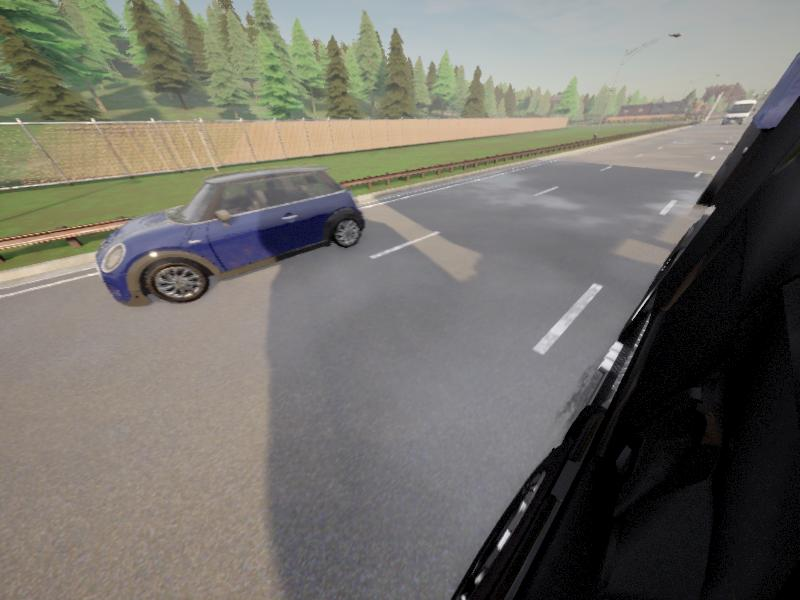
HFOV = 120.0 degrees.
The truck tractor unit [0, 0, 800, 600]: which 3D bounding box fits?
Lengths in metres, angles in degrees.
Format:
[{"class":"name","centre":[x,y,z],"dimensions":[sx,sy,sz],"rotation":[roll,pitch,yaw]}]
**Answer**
[{"class":"truck tractor unit","centre":[2.645,-0.295,0.351],"dimensions":[6.516,4.208,3.053],"rotation":[-28,44,-30]}]

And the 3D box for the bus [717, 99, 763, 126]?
[{"class":"bus","centre":[75.856,-41.760,51.585],"dimensions":[10.273,4.253,3.944],"rotation":[-28,43,-30]}]

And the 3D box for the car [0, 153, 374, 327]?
[{"class":"car","centre":[-3.082,-1.693,4.669],"dimensions":[4.553,1.767,2.097],"rotation":[-28,43,-30]}]

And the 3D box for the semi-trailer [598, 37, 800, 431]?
[{"class":"semi-trailer","centre":[8.695,-3.594,4.249],"dimensions":[14.254,4.402,2.717],"rotation":[-28,43,-30]}]
